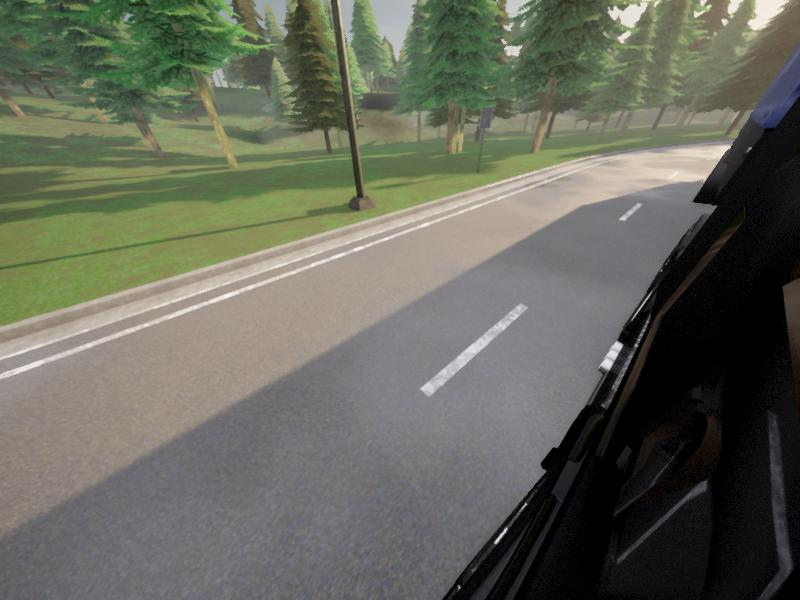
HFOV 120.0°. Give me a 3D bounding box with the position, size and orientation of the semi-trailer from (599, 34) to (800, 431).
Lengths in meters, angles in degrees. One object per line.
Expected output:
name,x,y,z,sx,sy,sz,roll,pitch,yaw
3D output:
semi-trailer,8.648,-3.650,4.260,14.254,4.402,2.717,-29,44,-30

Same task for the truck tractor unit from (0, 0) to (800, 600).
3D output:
truck tractor unit,2.645,-0.295,0.352,6.516,4.208,3.053,-28,44,-30
